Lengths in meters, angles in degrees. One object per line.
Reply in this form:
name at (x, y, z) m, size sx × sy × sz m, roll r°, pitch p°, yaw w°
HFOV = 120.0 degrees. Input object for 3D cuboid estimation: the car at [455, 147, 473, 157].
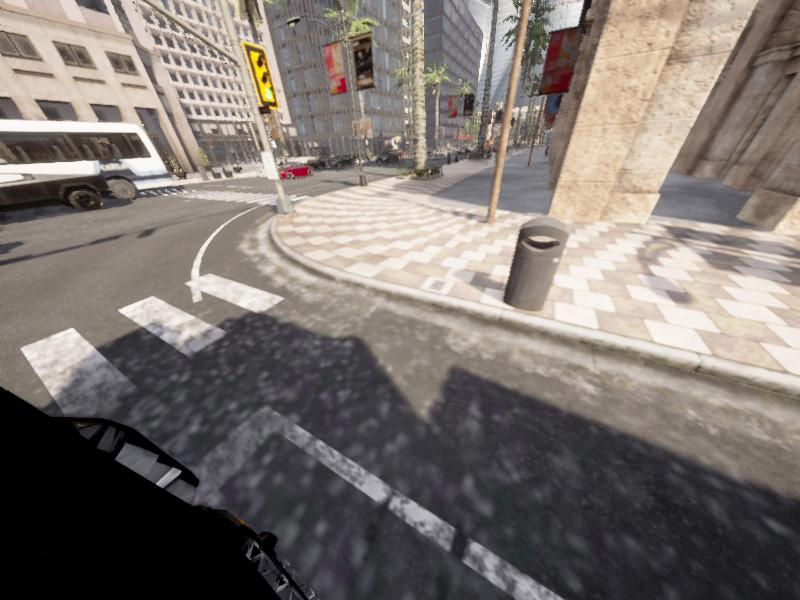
car at (12.996, -29.990, 46.661) m, size 2.128 × 1.511 × 4.902 m, roll 14°, pitch 37°, yaw 24°

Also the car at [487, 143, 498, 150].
car at (28.324, -46.852, 70.535) m, size 2.097 × 1.767 × 4.553 m, roll 14°, pitch 37°, yaw 24°

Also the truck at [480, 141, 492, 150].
truck at (29.159, -52.229, 77.945) m, size 2.627 × 2.467 × 5.204 m, roll 14°, pitch 37°, yaw 24°

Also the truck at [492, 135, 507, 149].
truck at (34.004, -53.949, 78.911) m, size 2.891 × 3.827 × 8.468 m, roll 14°, pitch 37°, yaw 24°

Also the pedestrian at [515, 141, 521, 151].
pedestrian at (27.103, -35.359, 52.966) m, size 0.751 × 1.860 × 0.751 m, roll 7°, pitch 35°, yaw 15°

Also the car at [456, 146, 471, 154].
car at (15.764, -37.180, 57.239) m, size 2.038 × 1.542 × 4.974 m, roll 14°, pitch 37°, yaw 24°

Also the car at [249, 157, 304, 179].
car at (-13.195, -14.330, 25.074) m, size 2.242 × 1.667 × 4.611 m, roll 15°, pitch 37°, yaw 25°

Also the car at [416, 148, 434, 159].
car at (5.132, -29.782, 46.877) m, size 2.033 × 1.649 × 4.856 m, roll 14°, pitch 37°, yaw 24°

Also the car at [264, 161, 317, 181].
car at (-10.655, -12.820, 22.867) m, size 1.994 × 1.385 × 4.181 m, roll 15°, pitch 38°, yaw 25°

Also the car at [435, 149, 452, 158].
car at (8.690, -29.367, 46.266) m, size 1.895 × 1.301 × 4.718 m, roll 14°, pitch 37°, yaw 24°

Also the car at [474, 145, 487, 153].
car at (20.419, -38.123, 58.234) m, size 1.801 × 1.575 × 5.366 m, roll 14°, pitch 37°, yaw 24°

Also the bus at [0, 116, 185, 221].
bus at (-20.392, -7.656, 13.275) m, size 3.944 × 4.253 × 10.273 m, roll 15°, pitch 38°, yaw 25°

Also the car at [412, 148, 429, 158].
car at (4.721, -33.454, 52.522) m, size 2.038 × 1.542 × 4.974 m, roll 14°, pitch 37°, yaw 24°

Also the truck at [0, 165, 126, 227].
truck at (-18.371, -4.921, 10.947) m, size 2.390 × 2.098 × 6.274 m, roll 15°, pitch 38°, yaw 25°

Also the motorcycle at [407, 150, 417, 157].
motorcycle at (2.757, -34.680, 54.806) m, size 2.356 × 1.277 × 0.764 m, roll -21°, pitch 38°, yaw -25°

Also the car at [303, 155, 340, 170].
car at (-11.271, -20.016, 33.645) m, size 2.163 × 1.488 × 4.792 m, roll 14°, pitch 37°, yaw 24°

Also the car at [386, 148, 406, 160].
car at (-0.805, -31.218, 49.372) m, size 2.185 × 1.767 × 4.553 m, roll 14°, pitch 37°, yaw 24°

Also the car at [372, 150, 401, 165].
car at (-1.999, -22.174, 35.969) m, size 2.242 × 1.667 × 4.611 m, roll 15°, pitch 37°, yaw 25°

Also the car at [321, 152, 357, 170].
car at (-8.402, -19.488, 32.335) m, size 2.097 × 1.767 × 4.553 m, roll 15°, pitch 37°, yaw 25°
